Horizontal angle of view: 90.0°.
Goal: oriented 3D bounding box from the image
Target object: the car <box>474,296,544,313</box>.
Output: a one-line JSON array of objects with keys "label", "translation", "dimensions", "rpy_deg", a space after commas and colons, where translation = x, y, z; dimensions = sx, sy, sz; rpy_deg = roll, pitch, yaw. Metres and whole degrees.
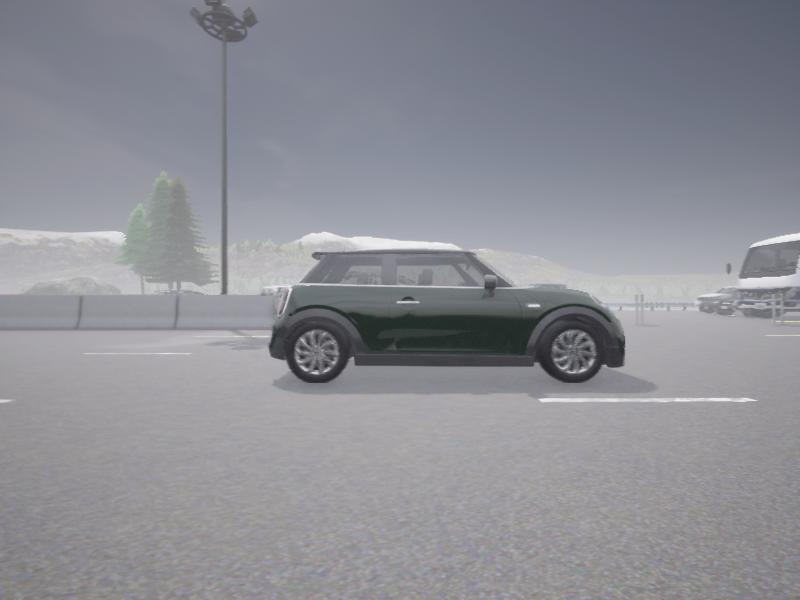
[{"label": "car", "translation": [8.146, 0.332, 30.202], "dimensions": [4.718, 1.301, 1.895], "rpy_deg": [0, 0, 0]}]

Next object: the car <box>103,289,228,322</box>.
[{"label": "car", "translation": [-11.374, 0.257, 19.692], "dimensions": [4.902, 1.511, 2.128], "rpy_deg": [0, 0, 0]}]

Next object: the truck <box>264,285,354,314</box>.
[{"label": "truck", "translation": [-6.743, -0.045, 30.194], "dimensions": [6.274, 2.098, 2.390], "rpy_deg": [0, 0, 0]}]

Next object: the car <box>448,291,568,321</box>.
[{"label": "car", "translation": [5.187, 0.287, 19.701], "dimensions": [5.357, 1.411, 2.033], "rpy_deg": [0, 0, 0]}]

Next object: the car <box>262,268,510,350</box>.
[{"label": "car", "translation": [-0.279, 0.183, 9.198], "dimensions": [5.027, 1.651, 2.152], "rpy_deg": [0, 0, 0]}]

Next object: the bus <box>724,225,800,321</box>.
[{"label": "bus", "translation": [22.626, -1.168, 19.589], "dimensions": [10.273, 4.253, 3.944], "rpy_deg": [0, 0, 0]}]

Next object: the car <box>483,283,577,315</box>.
[{"label": "car", "translation": [8.561, -0.044, 26.702], "dimensions": [5.566, 2.045, 2.150], "rpy_deg": [0, 0, 0]}]

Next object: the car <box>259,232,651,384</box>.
[{"label": "car", "translation": [0.637, 0.094, 5.696], "dimensions": [4.553, 1.767, 2.097], "rpy_deg": [0, 0, 0]}]

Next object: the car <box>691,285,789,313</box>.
[{"label": "car", "translation": [25.561, -0.072, 30.209], "dimensions": [5.566, 2.045, 2.150], "rpy_deg": [0, 0, 0]}]

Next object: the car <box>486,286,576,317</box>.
[{"label": "car", "translation": [7.488, 0.084, 23.202], "dimensions": [4.553, 1.767, 2.097], "rpy_deg": [0, 0, 0]}]

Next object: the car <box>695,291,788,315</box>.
[{"label": "car", "translation": [22.700, 0.191, 26.708], "dimensions": [4.514, 1.525, 2.007], "rpy_deg": [0, 0, 0]}]

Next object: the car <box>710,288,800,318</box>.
[{"label": "car", "translation": [21.327, 0.146, 23.207], "dimensions": [5.027, 1.651, 2.152], "rpy_deg": [0, 0, 0]}]

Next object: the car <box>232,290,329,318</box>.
[{"label": "car", "translation": [-6.801, 0.240, 23.195], "dimensions": [4.974, 1.542, 2.038], "rpy_deg": [0, 0, 0]}]

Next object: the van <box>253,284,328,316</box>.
[{"label": "van", "translation": [-7.208, -0.014, 26.694], "dimensions": [4.480, 2.038, 2.069], "rpy_deg": [0, 0, 0]}]
